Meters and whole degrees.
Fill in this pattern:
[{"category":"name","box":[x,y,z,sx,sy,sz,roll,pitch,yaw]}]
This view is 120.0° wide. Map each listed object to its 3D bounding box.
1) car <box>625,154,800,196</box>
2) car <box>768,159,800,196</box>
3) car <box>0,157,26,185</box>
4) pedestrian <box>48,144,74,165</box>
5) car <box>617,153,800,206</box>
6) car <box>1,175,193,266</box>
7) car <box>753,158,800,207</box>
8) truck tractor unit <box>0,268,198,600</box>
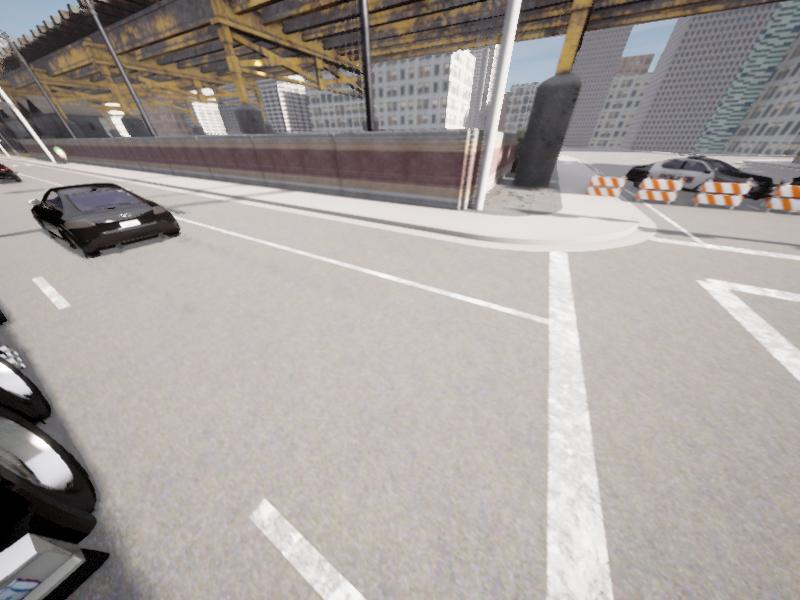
[{"category":"car","box":[13.979,-6.034,10.864,1.853,1.218,4.536,-10,36,-14]},{"category":"car","box":[18.059,-4.735,8.958,4.536,1.218,1.853,-4,35,-5]},{"category":"car","box":[-27.627,-8.645,15.425,4.674,1.442,1.812,18,39,24]},{"category":"pedestrian","box":[-37.564,-16.155,25.633,0.751,1.860,0.751,17,39,24]},{"category":"car","box":[13.995,-5.876,10.913,2.038,1.542,4.974,-10,36,-14]},{"category":"car","box":[-8.246,-2.424,6.367,4.181,1.385,1.994,18,39,24]},{"category":"car","box":[18.009,-4.601,9.043,4.974,1.542,2.038,-4,35,-5]},{"category":"truck tractor unit","box":[-5.120,-0.291,0.770,6.516,4.208,3.053,18,39,24]}]
